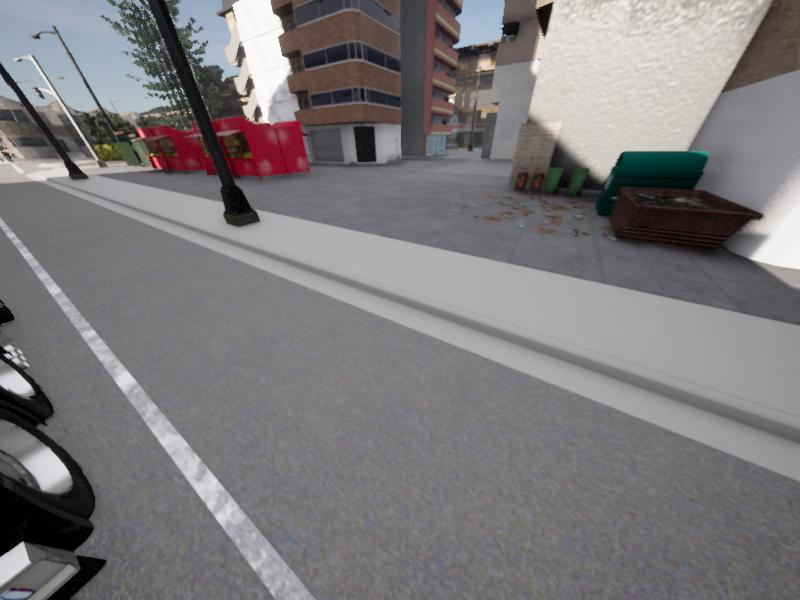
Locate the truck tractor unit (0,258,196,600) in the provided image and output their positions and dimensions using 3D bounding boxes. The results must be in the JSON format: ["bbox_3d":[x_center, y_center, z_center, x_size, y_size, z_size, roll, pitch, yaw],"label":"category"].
[{"bbox_3d":[-5.101,-0.311,0.794,6.516,4.208,3.053,19,39,25],"label":"truck tractor unit"}]
